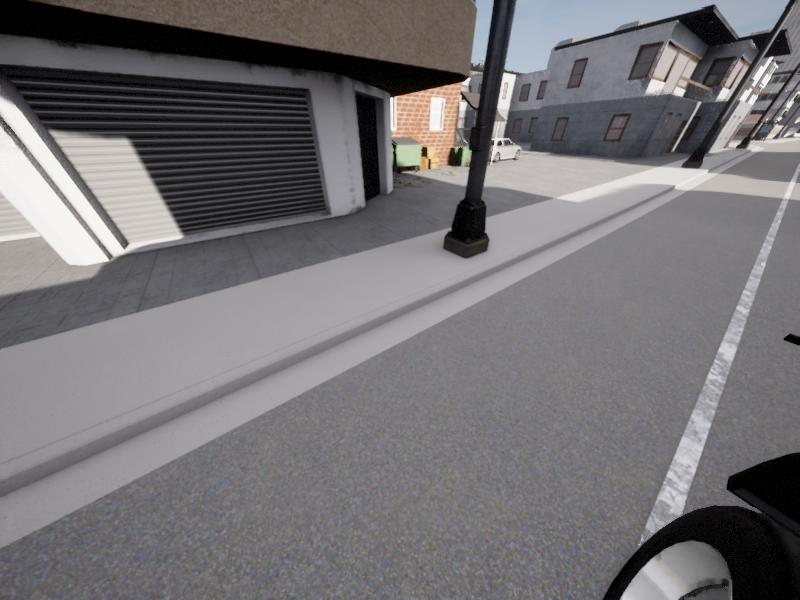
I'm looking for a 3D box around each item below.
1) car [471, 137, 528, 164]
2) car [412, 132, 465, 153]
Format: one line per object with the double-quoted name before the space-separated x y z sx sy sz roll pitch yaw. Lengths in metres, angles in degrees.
"car" 7.692 -11.613 17.847 3.806 1.475 1.970 -23 41 -27
"car" 3.928 -16.086 23.565 5.027 1.636 2.152 -22 41 -27
